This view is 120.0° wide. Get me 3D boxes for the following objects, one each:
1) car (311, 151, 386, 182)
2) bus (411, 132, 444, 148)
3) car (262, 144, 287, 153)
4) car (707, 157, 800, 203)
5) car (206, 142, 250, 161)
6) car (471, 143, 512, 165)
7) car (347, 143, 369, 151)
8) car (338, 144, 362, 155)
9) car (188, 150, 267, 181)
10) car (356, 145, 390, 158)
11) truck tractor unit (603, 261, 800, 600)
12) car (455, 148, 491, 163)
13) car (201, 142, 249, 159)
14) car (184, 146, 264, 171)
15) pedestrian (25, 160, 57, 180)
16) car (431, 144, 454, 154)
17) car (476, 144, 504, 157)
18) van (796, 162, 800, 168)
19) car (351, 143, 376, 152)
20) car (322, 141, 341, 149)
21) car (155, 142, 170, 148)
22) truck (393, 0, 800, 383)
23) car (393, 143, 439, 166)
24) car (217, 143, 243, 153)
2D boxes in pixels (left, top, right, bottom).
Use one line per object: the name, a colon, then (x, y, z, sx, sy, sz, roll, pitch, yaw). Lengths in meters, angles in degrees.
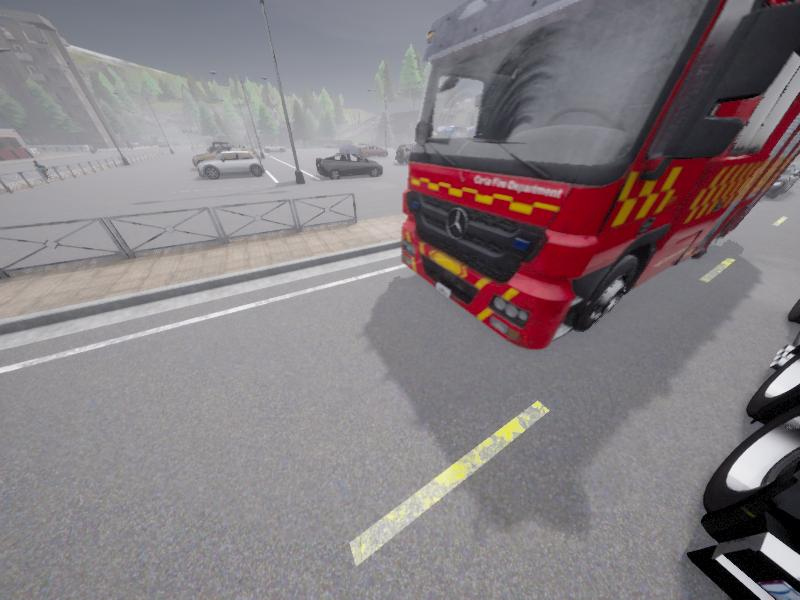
car: (-3.428, -9.254, 15.909, 4.514, 1.523, 2.007, -18, 39, -25)
bus: (9.084, -53.433, 77.320, 10.273, 4.253, 3.944, -19, 39, -25)
car: (-24.504, -29.632, 45.119, 3.806, 1.475, 1.970, -18, 39, -25)
car: (18.541, -6.274, 11.799, 4.974, 1.542, 2.038, -18, 39, -24)
car: (-21.333, -18.671, 28.885, 3.866, 1.878, 1.905, -18, 39, -25)
car: (10.166, -16.346, 25.808, 3.866, 1.878, 1.905, -18, 39, -25)
car: (-9.941, -36.460, 54.954, 4.514, 1.523, 2.007, -18, 39, -25)
car: (-8.962, -26.875, 41.179, 3.633, 1.501, 1.845, -18, 39, -25)
car: (-11.362, -9.113, 15.527, 3.806, 1.475, 1.970, -18, 39, -25)
car: (-3.957, -21.928, 34.085, 4.514, 1.523, 2.007, -18, 39, -25)
truck tractor unit: (5.109, -0.301, 0.796, 6.516, 4.208, 3.053, -18, 39, -25)
car: (9.015, -17.936, 28.575, 3.806, 1.475, 1.970, -18, 39, -25)
car: (-23.155, -19.977, 30.779, 4.605, 1.855, 1.932, -18, 39, -25)
car: (-14.878, -12.266, 19.884, 5.027, 1.636, 2.152, -18, 39, -25)
pedestrian: (-22.924, -8.327, 14.783, 0.500, 1.100, 0.500, -19, 39, -25)
car: (8.997, -32.415, 49.477, 2.033, 1.649, 4.856, -18, 38, -24)
car: (15.548, -26.001, 40.095, 1.905, 1.878, 3.866, -18, 39, -24)
van: (43.760, -14.741, 23.764, 4.480, 2.038, 2.069, -16, 38, -26)
car: (-8.313, -34.927, 52.753, 5.027, 1.636, 2.152, -18, 39, -25)
car: (-19.859, -44.927, 66.966, 4.605, 1.855, 1.932, -19, 39, -25)
car: (-68.834, -44.997, 66.963, 1.816, 1.474, 4.193, -18, 39, -25)
truck: (4.302, -2.541, 4.324, 8.468, 3.827, 2.891, -18, 39, -25)
car: (1.714, -15.715, 24.868, 4.605, 1.855, 1.932, -18, 39, -25)
car: (-32.414, -29.001, 44.131, 3.633, 1.501, 1.845, -18, 39, -25)
